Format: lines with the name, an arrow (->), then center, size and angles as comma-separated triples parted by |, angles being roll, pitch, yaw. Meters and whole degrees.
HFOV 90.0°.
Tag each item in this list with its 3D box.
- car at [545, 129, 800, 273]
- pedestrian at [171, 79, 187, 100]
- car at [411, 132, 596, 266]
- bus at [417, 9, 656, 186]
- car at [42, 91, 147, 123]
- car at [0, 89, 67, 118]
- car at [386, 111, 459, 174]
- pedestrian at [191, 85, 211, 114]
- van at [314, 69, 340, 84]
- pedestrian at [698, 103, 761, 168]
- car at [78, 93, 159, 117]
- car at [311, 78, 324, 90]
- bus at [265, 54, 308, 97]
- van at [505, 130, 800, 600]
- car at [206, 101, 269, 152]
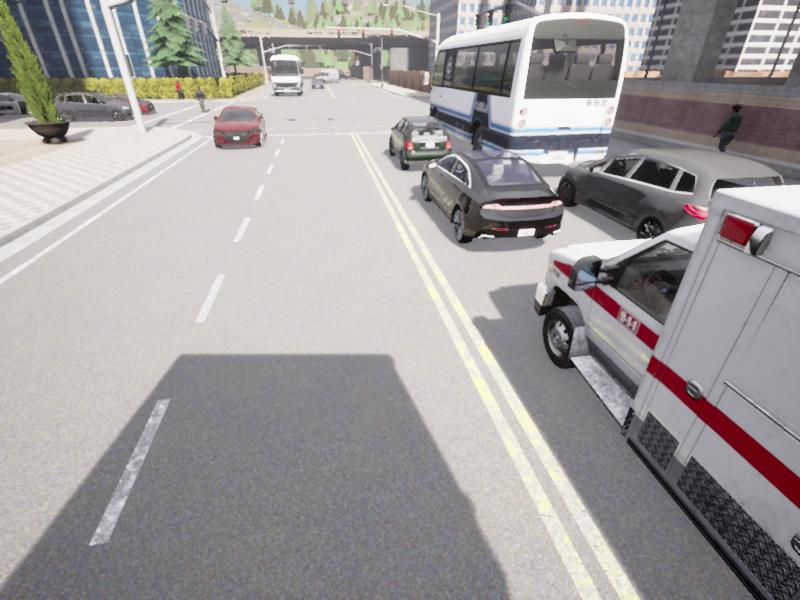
car -> 5.417, -2.423, 8.545 | 2.242, 1.667, 4.611 | -5, 31, -9
pedestrian -> -21.733, -20.723, 39.368 | 0.751, 1.860, 0.751 | -3, 30, -6
car -> 1.783, -2.569, 8.949 | 2.128, 1.511, 4.902 | -5, 31, -9
bus -> 3.731, -7.922, 15.413 | 3.944, 4.253, 10.273 | -5, 31, -9
car -> -19.439, -12.455, 25.724 | 4.611, 1.667, 2.242 | -4, 30, -7
car -> -26.826, -13.593, 27.698 | 5.238, 1.638, 1.930 | -5, 31, -9
car -> 0.648, -5.774, 14.404 | 1.789, 1.549, 3.705 | -5, 31, -9
pedestrian -> -14.620, -14.755, 29.441 | 0.751, 1.860, 0.751 | -7, 31, -11
van -> -14.938, -45.738, 81.921 | 1.988, 2.561, 5.915 | 13, 33, 23
pedestrian -> 10.714, -5.377, 13.081 | 0.751, 1.860, 0.751 | -5, 31, -9
car -> -20.208, -14.141, 28.917 | 4.181, 1.385, 1.994 | -6, 31, -10
car -> -12.666, -33.089, 61.358 | 1.812, 1.442, 4.674 | -5, 31, -9
bus -> -13.836, -27.953, 49.759 | 3.944, 4.253, 10.273 | -5, 31, -9
van -> 3.131, 0.805, 2.254 | 2.351, 2.431, 6.366 | -5, 31, -9
car -> -7.266, -8.085, 18.374 | 1.882, 1.535, 5.008 | -6, 31, -11
